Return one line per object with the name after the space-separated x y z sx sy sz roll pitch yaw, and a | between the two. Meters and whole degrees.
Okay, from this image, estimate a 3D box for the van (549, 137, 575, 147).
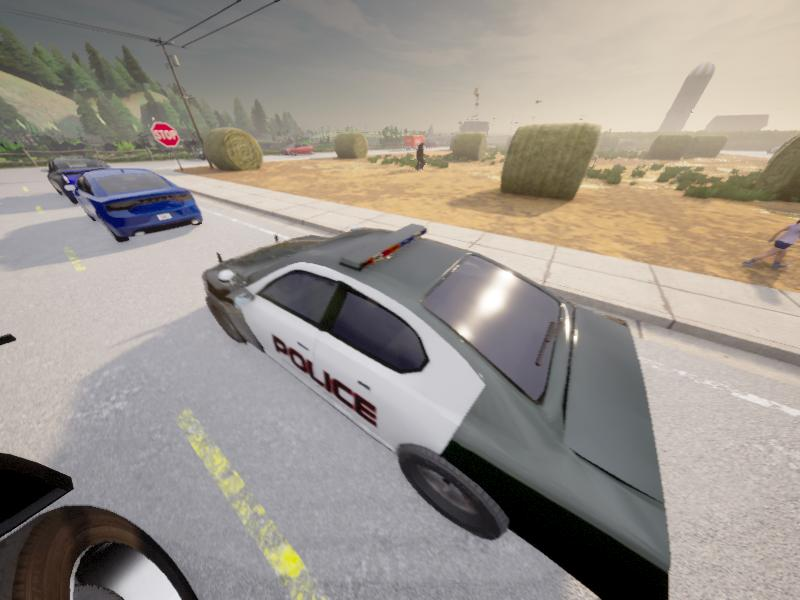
49.609 -48.393 70.740 5.915 2.561 1.988 22 41 28 | van

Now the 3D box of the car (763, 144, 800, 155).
68.767 -27.110 41.484 2.038 1.542 4.974 21 40 27 | car

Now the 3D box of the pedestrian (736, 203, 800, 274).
7.170 -1.127 4.282 0.500 1.100 0.500 21 40 26 | pedestrian

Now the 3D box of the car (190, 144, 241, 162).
-20.719 -16.676 26.089 1.970 1.475 3.806 24 42 30 | car

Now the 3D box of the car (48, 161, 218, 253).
-7.893 -3.015 6.799 5.008 1.535 1.882 22 40 27 | car

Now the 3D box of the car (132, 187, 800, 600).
-0.429 -0.022 2.614 4.974 1.542 2.038 22 40 27 | car

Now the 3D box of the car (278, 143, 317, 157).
-14.460 -21.393 32.789 2.007 1.525 4.514 24 41 30 | car

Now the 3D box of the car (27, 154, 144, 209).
-13.601 -5.291 9.997 4.514 1.525 2.007 22 40 27 | car

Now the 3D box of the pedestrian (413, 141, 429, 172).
1.496 -10.303 16.582 0.751 1.860 0.751 -14 38 -19 | pedestrian

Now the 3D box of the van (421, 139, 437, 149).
7.066 -37.772 55.799 1.775 1.987 4.442 24 41 30 | van

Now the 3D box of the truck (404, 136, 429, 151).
3.379 -31.873 46.979 2.627 2.467 5.204 24 42 30 | truck
